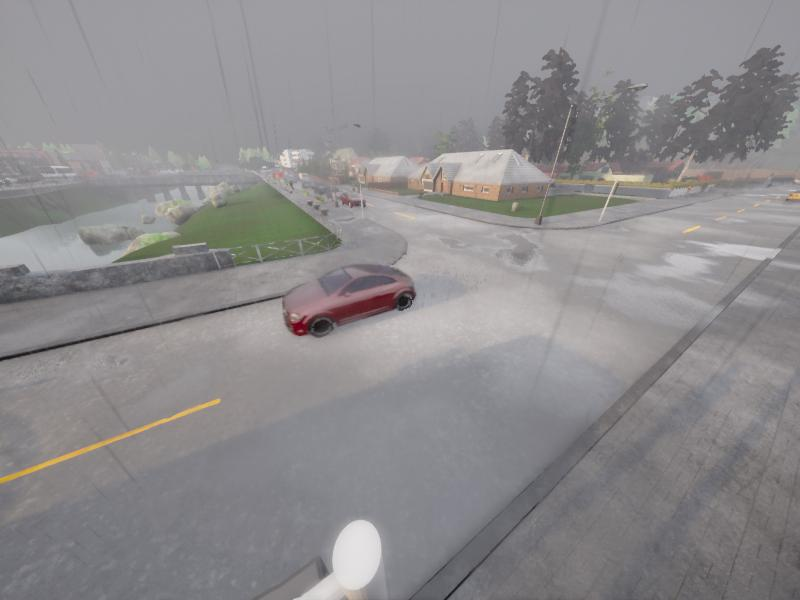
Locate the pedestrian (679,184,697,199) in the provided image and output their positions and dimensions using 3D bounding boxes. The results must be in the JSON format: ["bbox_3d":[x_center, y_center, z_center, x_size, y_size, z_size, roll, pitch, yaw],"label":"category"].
[{"bbox_3d":[40.445,-15.204,32.432,0.751,1.860,0.751,-15,33,-24],"label":"pedestrian"}]

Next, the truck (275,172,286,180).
[{"bbox_3d":[-44.401,-46.052,85.505,2.627,2.467,5.204,-16,34,-26],"label":"truck"}]

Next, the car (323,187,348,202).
[{"bbox_3d":[-9.247,-15.166,32.957,2.007,1.525,4.514,-16,34,-26],"label":"car"}]

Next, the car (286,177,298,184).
[{"bbox_3d":[-29.999,-33.184,64.099,2.038,1.542,4.974,-16,34,-26],"label":"car"}]

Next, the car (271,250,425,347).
[{"bbox_3d":[-1.534,-0.309,7.380,4.181,1.385,1.994,-16,34,-26],"label":"car"}]

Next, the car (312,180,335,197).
[{"bbox_3d":[-12.624,-18.318,37.895,2.150,2.045,5.566,-16,34,-26],"label":"car"}]

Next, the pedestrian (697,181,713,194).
[{"bbox_3d":[51.369,-18.972,38.941,0.751,1.860,0.751,-10,31,-17],"label":"pedestrian"}]

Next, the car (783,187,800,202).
[{"bbox_3d":[55.090,-14.418,31.606,5.366,1.575,1.801,-16,34,-26],"label":"car"}]

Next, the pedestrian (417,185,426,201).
[{"bbox_3d":[2.821,-14.167,30.635,0.751,1.860,0.751,-16,34,-25],"label":"pedestrian"}]

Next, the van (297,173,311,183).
[{"bbox_3d":[-28.319,-36.099,68.303,2.351,2.431,6.366,-16,34,-26],"label":"van"}]

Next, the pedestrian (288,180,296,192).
[{"bbox_3d":[-19.746,-20.844,42.201,0.751,1.860,0.751,-16,34,-26],"label":"pedestrian"}]

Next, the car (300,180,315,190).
[{"bbox_3d":[-19.123,-23.761,47.763,1.851,1.617,3.988,-16,34,-26],"label":"car"}]

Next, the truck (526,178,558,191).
[{"bbox_3d":[27.281,-22.337,44.478,2.069,2.038,4.478,-16,34,-26],"label":"truck"}]

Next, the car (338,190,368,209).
[{"bbox_3d":[-5.702,-12.128,27.683,1.882,1.535,5.008,-16,34,-25],"label":"car"}]
